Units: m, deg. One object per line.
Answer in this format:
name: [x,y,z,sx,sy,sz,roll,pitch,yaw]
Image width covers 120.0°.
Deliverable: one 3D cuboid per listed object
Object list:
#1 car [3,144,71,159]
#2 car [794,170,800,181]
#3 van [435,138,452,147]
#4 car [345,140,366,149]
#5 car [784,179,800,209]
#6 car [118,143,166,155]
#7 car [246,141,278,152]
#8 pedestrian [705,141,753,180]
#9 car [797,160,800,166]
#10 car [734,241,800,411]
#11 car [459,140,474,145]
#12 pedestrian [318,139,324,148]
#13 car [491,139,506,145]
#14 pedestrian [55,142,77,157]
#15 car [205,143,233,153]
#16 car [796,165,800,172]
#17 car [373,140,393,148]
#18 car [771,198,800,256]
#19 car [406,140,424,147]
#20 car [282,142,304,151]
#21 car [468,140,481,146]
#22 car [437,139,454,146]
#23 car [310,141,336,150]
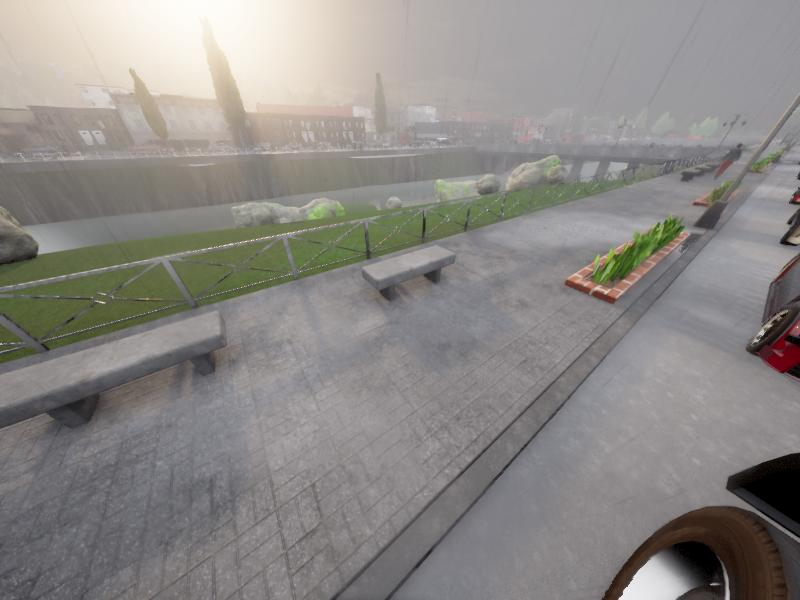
car: [-53.290,-22.010,34.102,4.856,1.649,2.033,-22,41,-28]
car: [26.121,-8.087,13.942,4.193,1.474,1.816,-22,41,-28]
van: [12.737,-46.253,67.724,4.480,2.038,2.069,-22,41,-28]
car: [-11.158,-39.177,58.175,4.856,1.649,2.033,-22,41,-28]
car: [17.271,-4.508,8.875,4.514,1.525,2.007,-22,41,-28]
car: [-43.907,-25.828,39.464,5.027,1.651,2.152,-22,41,-28]
car: [-28.743,-32.011,48.125,5.238,1.638,1.930,-22,41,-28]
pedestrian: [18.985,-8.041,13.367,0.751,1.860,0.751,-22,41,-28]
car: [38.768,-13.261,21.147,5.008,1.535,1.882,-22,41,-28]
car: [6.073,0.128,2.533,4.181,1.385,1.994,-22,41,-28]
car: [22.259,-52.727,77.312,4.892,1.490,1.837,-22,41,-28]
pedestrian: [-20.468,-40.508,59.742,0.751,1.860,0.751,-23,41,-29]
car: [34.122,-54.801,80.058,5.238,1.638,1.930,-22,41,-28]
pedestrian: [-49.362,-22.260,34.188,0.751,1.860,0.751,-5,35,-7]
car: [-34.929,-29.421,44.632,3.806,1.475,1.970,-22,41,-28]
car: [31.701,-10.384,17.114,3.633,1.501,1.845,-22,41,-28]
car: [-4.635,-41.811,61.919,4.974,1.542,2.038,-22,41,-28]
car: [11.336,-2.092,5.486,4.514,1.525,2.007,-22,41,-28]
car: [4.471,-45.497,67.138,5.008,1.535,1.882,-22,41,-28]
car: [-23.612,-34.031,51.100,3.806,1.475,1.970,-22,41,-28]
car: [24.035,-50.591,74.364,3.806,1.475,1.970,-22,41,-28]
car: [14.424,-49.593,72.796,5.238,1.638,1.930,-22,41,-28]
car: [-17.986,-36.392,54.272,5.238,1.638,1.930,-22,41,-28]
